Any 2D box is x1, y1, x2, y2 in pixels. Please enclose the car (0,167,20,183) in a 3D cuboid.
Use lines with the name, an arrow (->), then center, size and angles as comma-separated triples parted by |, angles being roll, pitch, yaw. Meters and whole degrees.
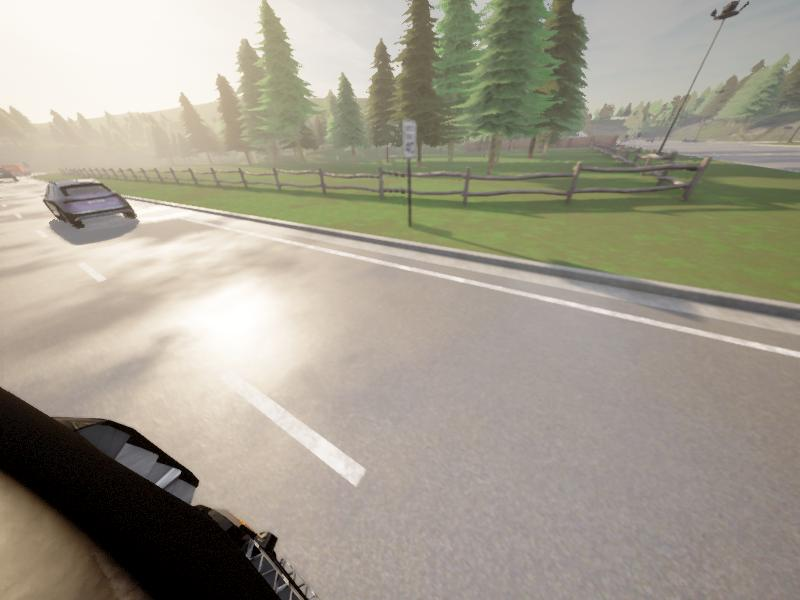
car -> -66.532, -20.917, 38.576 | 5.566, 2.045, 2.150 | 18, 39, 28

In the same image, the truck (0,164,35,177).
truck -> -92.742, -31.491, 56.072 | 2.627, 2.467, 5.204 | -27, 40, -31

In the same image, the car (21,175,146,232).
car -> -13.863, -4.386, 10.134 | 4.856, 1.649, 2.033 | 17, 38, 27
